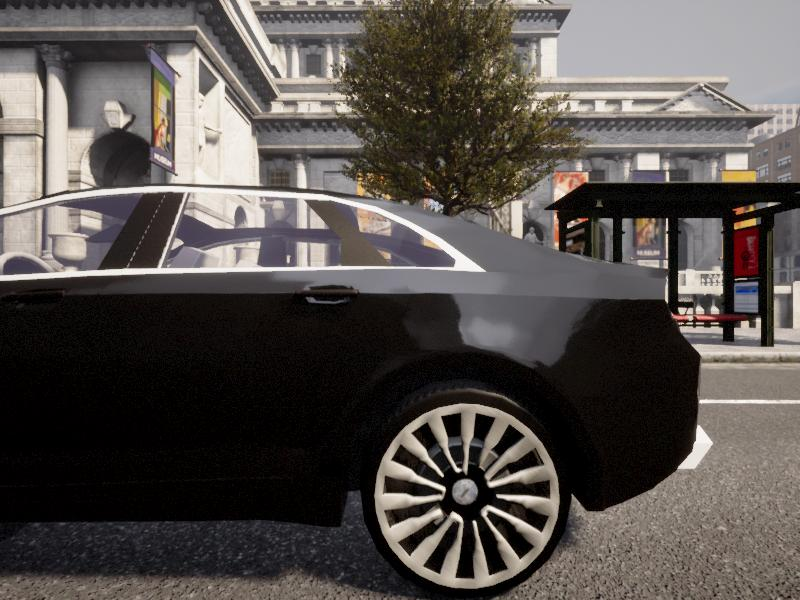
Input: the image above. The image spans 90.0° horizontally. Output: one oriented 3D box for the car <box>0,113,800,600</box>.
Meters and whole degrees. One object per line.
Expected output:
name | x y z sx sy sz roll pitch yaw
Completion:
car | -1.169 0.236 2.211 4.902 1.511 2.128 0 0 1
